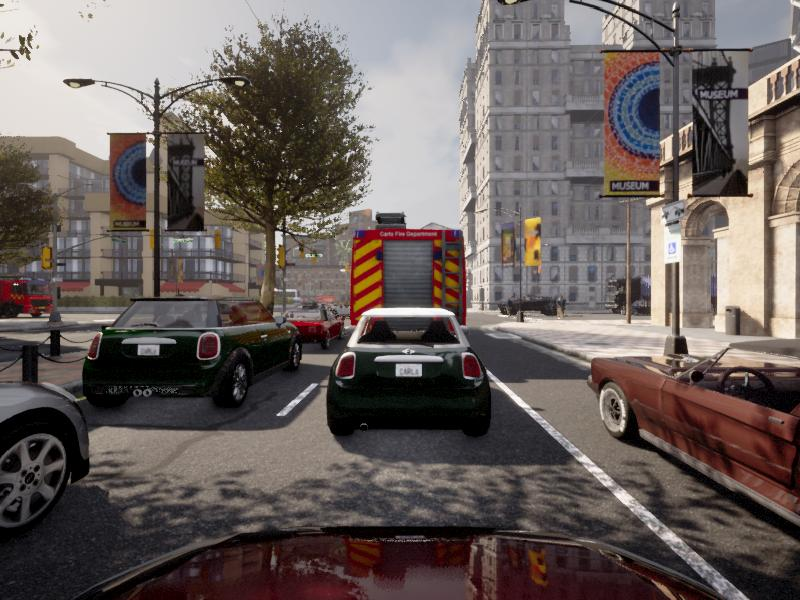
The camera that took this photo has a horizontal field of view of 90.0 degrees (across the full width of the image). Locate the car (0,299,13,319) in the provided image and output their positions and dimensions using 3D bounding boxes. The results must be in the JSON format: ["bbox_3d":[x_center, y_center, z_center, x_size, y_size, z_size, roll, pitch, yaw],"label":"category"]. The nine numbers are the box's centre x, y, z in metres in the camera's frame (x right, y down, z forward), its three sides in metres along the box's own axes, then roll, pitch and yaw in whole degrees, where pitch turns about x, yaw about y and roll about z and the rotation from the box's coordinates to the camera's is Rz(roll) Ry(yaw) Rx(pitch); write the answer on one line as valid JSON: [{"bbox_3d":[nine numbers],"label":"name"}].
[{"bbox_3d":[-36.048,0.771,33.548,5.238,1.638,1.930,0,0,0],"label":"car"}]

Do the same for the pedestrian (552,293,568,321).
[{"bbox_3d":[11.130,0.485,27.777,0.751,1.860,0.751,0,0,-10],"label":"pedestrian"}]

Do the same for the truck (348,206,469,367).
[{"bbox_3d":[0.274,-0.321,13.781,2.891,3.827,8.468,0,0,1],"label":"truck"}]

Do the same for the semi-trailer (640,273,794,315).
[{"bbox_3d":[33.866,-0.617,43.034,14.254,4.402,2.717,0,0,1],"label":"semi-trailer"}]

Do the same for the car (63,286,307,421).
[{"bbox_3d":[-3.355,0.694,7.527,2.097,1.767,4.553,0,0,1],"label":"car"}]

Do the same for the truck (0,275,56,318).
[{"bbox_3d":[-37.345,-0.320,37.063,8.468,3.827,2.891,0,0,1],"label":"truck"}]

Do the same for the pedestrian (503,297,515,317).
[{"bbox_3d":[10.063,0.636,36.952,0.751,1.860,0.751,0,0,-26],"label":"pedestrian"}]

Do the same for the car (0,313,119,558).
[{"bbox_3d":[-3.473,0.853,1.600,1.970,1.475,3.806,0,0,1],"label":"car"}]

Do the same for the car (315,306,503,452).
[{"bbox_3d":[0.119,0.853,6.110,1.970,1.475,3.806,0,0,1],"label":"car"}]

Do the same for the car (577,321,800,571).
[{"bbox_3d":[3.308,0.938,3.058,1.895,1.301,4.718,0,0,1],"label":"car"}]

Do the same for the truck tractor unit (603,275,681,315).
[{"bbox_3d":[25.954,-0.516,43.172,6.516,4.208,3.053,0,0,1],"label":"truck tractor unit"}]

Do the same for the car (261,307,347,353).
[{"bbox_3d":[-3.218,0.944,14.445,1.895,1.301,4.718,0,0,1],"label":"car"}]

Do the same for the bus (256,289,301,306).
[{"bbox_3d":[-30.942,-0.539,102.441,10.273,4.253,3.944,0,0,2],"label":"bus"}]

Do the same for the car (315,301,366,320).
[{"bbox_3d":[-5.035,0.853,34.041,3.806,1.475,1.970,0,0,-34],"label":"car"}]

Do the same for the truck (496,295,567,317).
[{"bbox_3d":[12.980,0.544,39.861,6.274,2.098,2.390,0,0,1],"label":"truck"}]

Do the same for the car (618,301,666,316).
[{"bbox_3d":[23.984,0.825,39.701,3.633,1.501,1.845,0,0,1],"label":"car"}]

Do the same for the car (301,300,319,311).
[{"bbox_3d":[-13.798,0.815,61.323,1.789,1.549,3.705,0,0,1],"label":"car"}]
